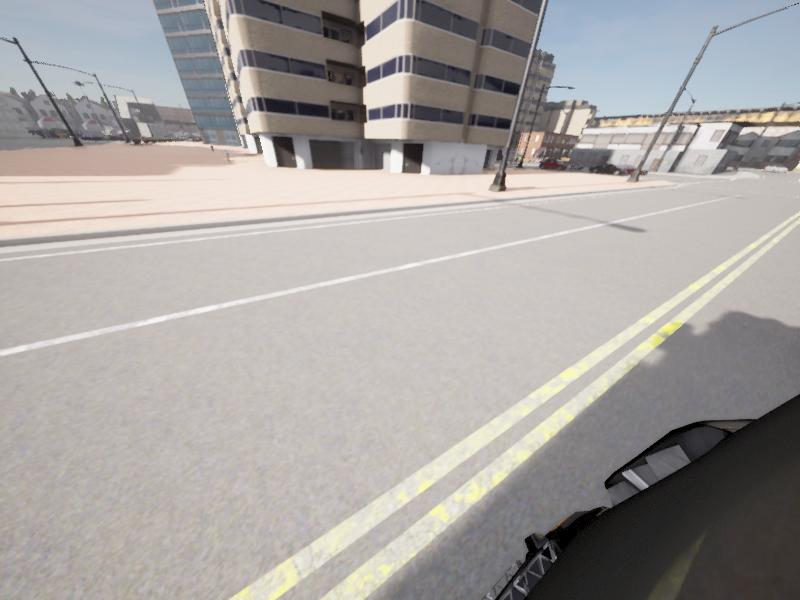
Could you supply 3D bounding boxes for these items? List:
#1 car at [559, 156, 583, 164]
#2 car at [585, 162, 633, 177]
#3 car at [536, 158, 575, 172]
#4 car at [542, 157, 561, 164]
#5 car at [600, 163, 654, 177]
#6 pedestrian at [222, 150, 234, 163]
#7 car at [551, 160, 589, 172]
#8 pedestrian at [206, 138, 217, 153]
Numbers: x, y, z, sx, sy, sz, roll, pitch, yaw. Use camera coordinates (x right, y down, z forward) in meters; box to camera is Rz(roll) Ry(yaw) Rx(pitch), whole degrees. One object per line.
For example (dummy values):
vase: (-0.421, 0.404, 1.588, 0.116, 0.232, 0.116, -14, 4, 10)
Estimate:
car: (50.026, -41.083, 67.696, 2.152, 1.636, 5.027, -17, 38, -27)
car: (30.515, -19.170, 33.854, 1.812, 1.442, 4.674, -17, 38, -27)
car: (26.392, -23.079, 39.438, 2.033, 1.649, 4.856, -17, 37, -27)
car: (42.532, -39.223, 65.006, 1.970, 1.475, 3.806, -17, 37, -27)
car: (33.979, -19.606, 34.796, 2.033, 1.411, 5.357, -17, 38, -27)
pedestrian: (-17.263, -14.433, 23.229, 0.500, 1.100, 0.500, 9, 34, 9)
car: (29.717, -23.608, 40.595, 2.163, 1.488, 4.792, -17, 37, -27)
pedestrian: (-28.987, -23.716, 35.500, 0.751, 1.860, 0.751, -21, 41, -31)
